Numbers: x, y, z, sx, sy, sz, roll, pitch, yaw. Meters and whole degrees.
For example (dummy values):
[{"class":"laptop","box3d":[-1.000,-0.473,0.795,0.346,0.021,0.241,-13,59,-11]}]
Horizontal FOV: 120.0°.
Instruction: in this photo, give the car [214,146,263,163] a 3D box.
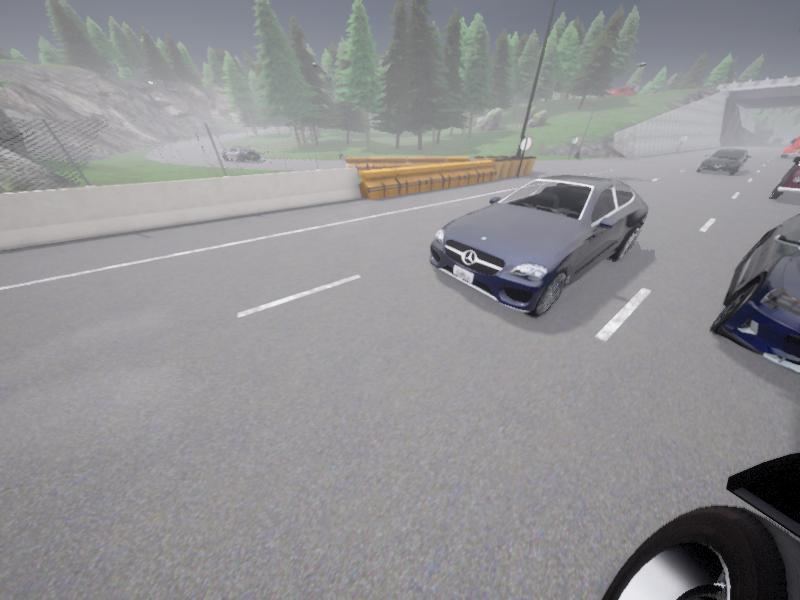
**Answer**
[{"class":"car","box3d":[-18.704,-16.931,26.756,4.974,1.542,2.038,16,38,23]}]

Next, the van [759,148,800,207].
[{"class":"van","box3d":[17.203,-5.148,9.304,4.480,2.038,2.069,-23,41,-29]}]

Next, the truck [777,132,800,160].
[{"class":"truck","box3d":[46.262,-17.526,26.269,5.204,2.467,2.627,-22,41,-29]}]

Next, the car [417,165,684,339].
[{"class":"car","box3d":[3.008,-1.501,4.606,5.027,1.651,2.152,-23,41,-28]}]

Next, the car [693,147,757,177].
[{"class":"car","box3d":[23.526,-10.068,16.706,4.892,1.490,1.837,-23,41,-28]}]

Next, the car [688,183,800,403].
[{"class":"car","box3d":[6.196,-0.344,2.933,4.856,1.649,2.033,-23,41,-29]}]
